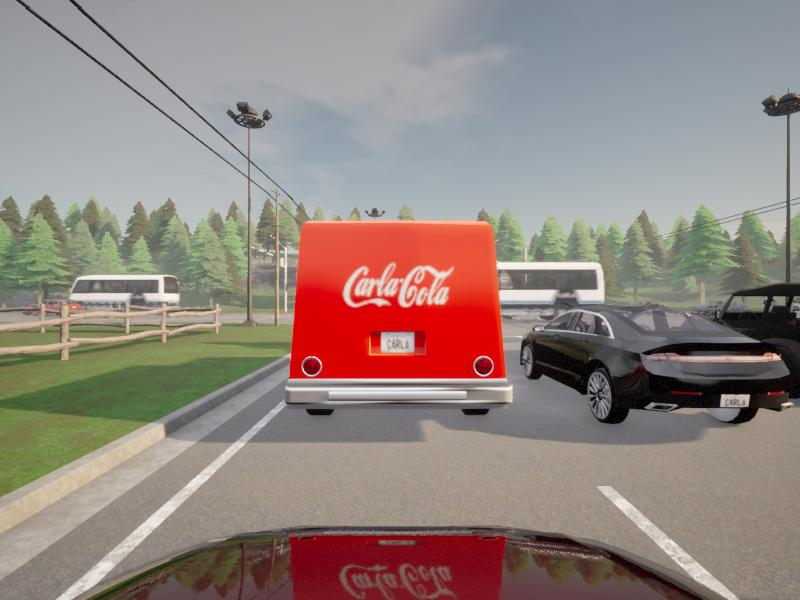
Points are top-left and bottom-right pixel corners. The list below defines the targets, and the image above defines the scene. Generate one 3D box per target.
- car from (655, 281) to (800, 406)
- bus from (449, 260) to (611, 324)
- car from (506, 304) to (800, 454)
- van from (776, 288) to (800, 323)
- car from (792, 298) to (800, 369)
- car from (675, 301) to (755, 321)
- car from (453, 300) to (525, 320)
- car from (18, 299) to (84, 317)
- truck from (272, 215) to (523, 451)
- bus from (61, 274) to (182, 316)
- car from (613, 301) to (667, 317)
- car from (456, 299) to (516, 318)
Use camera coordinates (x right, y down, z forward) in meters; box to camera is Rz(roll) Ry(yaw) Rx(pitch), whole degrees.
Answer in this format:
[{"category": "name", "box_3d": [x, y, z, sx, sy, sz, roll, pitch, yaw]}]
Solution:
[{"category": "car", "box_3d": [6.960, 0.646, 7.491, 1.905, 1.878, 3.866, 0, 0, 0]}, {"category": "bus", "box_3d": [8.907, -0.535, 28.647, 10.273, 4.253, 3.944, 0, 0, 0]}, {"category": "car", "box_3d": [3.464, 0.836, 6.582, 2.128, 1.511, 4.902, 0, 0, 0]}, {"category": "van", "box_3d": [31.296, 0.378, 28.743, 6.366, 2.431, 2.351, 0, 0, 0]}, {"category": "car", "box_3d": [10.472, 0.781, 7.069, 2.152, 1.651, 5.027, 0, 0, 0]}, {"category": "car", "box_3d": [25.295, 0.851, 32.248, 4.792, 1.488, 2.163, 0, 0, 0]}, {"category": "car", "box_3d": [7.107, 0.801, 32.270, 5.366, 1.575, 1.801, 0, 0, 0]}, {"category": "car", "box_3d": [-34.195, 0.756, 39.308, 4.611, 1.667, 2.242, 0, 0, 0]}, {"category": "truck", "box_3d": [-0.037, 0.354, 6.792, 2.627, 2.467, 5.204, 0, 0, 0]}, {"category": "bus", "box_3d": [-29.432, -0.534, 42.698, 10.273, 4.253, 3.944, 0, 0, 0]}, {"category": "car", "box_3d": [23.464, 0.854, 39.250, 4.193, 1.474, 1.816, 0, 0, 0]}, {"category": "car", "box_3d": [7.614, 0.778, 35.771, 4.856, 1.649, 2.033, 0, 0, 0]}]
